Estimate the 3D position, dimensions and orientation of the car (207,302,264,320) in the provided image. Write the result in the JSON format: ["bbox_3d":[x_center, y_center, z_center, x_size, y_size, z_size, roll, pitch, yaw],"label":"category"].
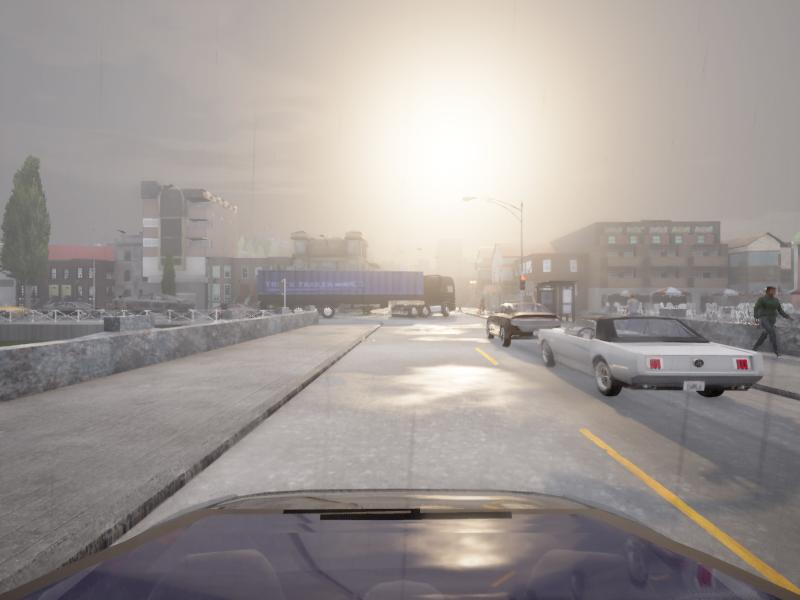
[{"bbox_3d":[-14.025,0.921,34.305,4.181,1.385,1.994,-1,-1,-7],"label":"car"}]

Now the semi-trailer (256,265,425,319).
[{"bbox_3d":[-5.022,-0.619,35.447,14.254,4.402,2.717,0,0,-12],"label":"semi-trailer"}]

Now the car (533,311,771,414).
[{"bbox_3d":[4.303,0.944,7.966,1.895,1.301,4.718,0,0,2],"label":"car"}]

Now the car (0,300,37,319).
[{"bbox_3d":[-35.539,0.801,35.340,5.366,1.575,1.801,0,0,2],"label":"car"}]

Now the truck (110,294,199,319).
[{"bbox_3d":[-21.283,0.542,34.862,6.274,2.098,2.390,0,0,2],"label":"truck"}]

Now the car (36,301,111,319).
[{"bbox_3d":[-28.550,0.836,35.105,4.902,1.511,2.128,0,0,2],"label":"car"}]

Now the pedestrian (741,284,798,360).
[{"bbox_3d":[9.281,0.533,10.069,0.751,1.860,0.751,0,0,-3],"label":"pedestrian"}]

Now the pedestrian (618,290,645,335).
[{"bbox_3d":[9.870,0.533,17.095,0.751,1.860,0.751,0,0,3],"label":"pedestrian"}]

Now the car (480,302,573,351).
[{"bbox_3d":[4.438,0.836,14.911,2.128,1.511,4.902,0,0,3],"label":"car"}]

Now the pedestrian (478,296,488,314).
[{"bbox_3d":[8.662,0.533,41.836,0.751,1.860,0.751,0,0,-36],"label":"pedestrian"}]

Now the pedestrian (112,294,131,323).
[{"bbox_3d":[-18.522,0.547,26.634,0.751,1.860,0.751,0,0,2],"label":"pedestrian"}]

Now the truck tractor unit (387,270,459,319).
[{"bbox_3d":[2.292,-0.518,37.937,6.516,4.208,3.053,0,0,-41],"label":"truck tractor unit"}]
